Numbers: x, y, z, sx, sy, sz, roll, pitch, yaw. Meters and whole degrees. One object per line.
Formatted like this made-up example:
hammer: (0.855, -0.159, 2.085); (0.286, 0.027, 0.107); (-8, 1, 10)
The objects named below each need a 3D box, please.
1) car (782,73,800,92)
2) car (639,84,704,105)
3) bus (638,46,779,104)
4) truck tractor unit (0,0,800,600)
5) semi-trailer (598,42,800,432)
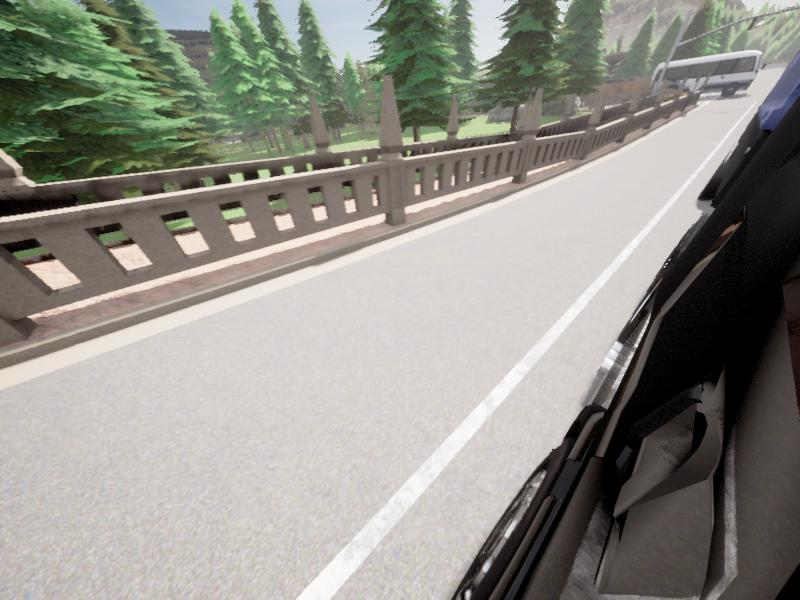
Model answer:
car: (48.338, -25.312, 26.571); (3.988, 1.617, 1.851); (19, 47, 28)
car: (36.656, -27.827, 31.377); (1.801, 1.575, 5.366); (-32, 46, -26)
bus: (40.487, -29.917, 31.176); (3.944, 4.253, 10.273); (-34, 47, -28)
truck tractor unit: (2.645, -0.295, 0.351); (6.516, 4.208, 3.053); (-28, 44, -30)
semi-trailer: (8.666, -3.682, 4.175); (14.254, 4.402, 2.717); (-29, 44, -29)
